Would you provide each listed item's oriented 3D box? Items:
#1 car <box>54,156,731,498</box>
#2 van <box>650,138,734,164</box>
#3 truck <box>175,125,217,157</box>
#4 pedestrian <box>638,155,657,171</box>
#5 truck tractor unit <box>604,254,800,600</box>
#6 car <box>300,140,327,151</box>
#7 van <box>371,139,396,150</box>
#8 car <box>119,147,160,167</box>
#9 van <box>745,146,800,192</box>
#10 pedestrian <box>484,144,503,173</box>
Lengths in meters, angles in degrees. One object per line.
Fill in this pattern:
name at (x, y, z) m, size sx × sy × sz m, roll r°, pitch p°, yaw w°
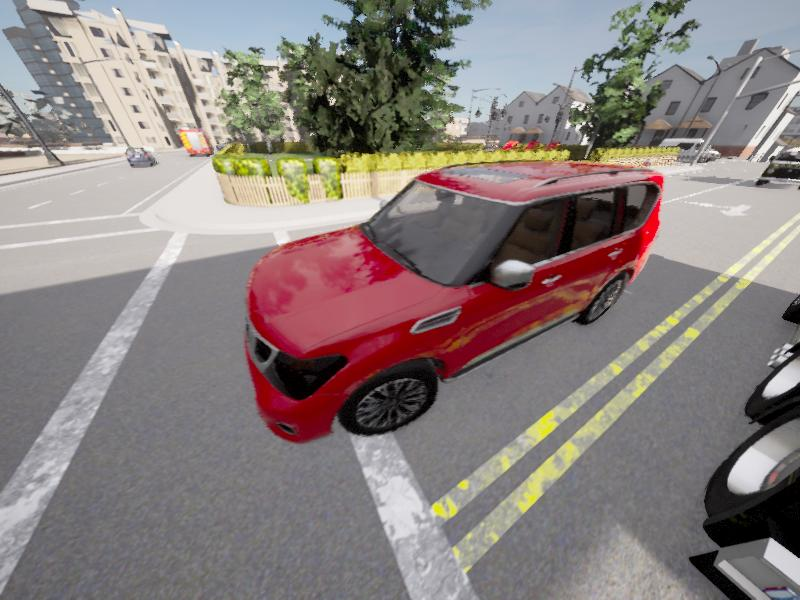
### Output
car at (1.022, -0.583, 3.060) m, size 5.566 × 2.045 × 2.150 m, roll -17°, pitch 39°, yaw -23°
van at (36.966, -19.148, 29.596) m, size 1.988 × 2.561 × 5.915 m, roll -15°, pitch 38°, yaw -21°
truck at (-32.457, -25.582, 37.181) m, size 2.891 × 3.827 × 8.468 m, roll -17°, pitch 39°, yaw -24°
pedestrian at (20.731, -11.441, 19.344) m, size 0.500 × 1.100 × 0.500 m, roll -15°, pitch 38°, yaw -21°
truck tractor unit at (5.090, -0.322, 0.804) m, size 6.516 × 4.208 × 3.053 m, roll -19°, pitch 39°, yaw -25°
car at (-20.602, -36.955, 55.184) m, size 5.566 × 2.045 × 2.150 m, roll -17°, pitch 39°, yaw -23°
van at (-4.425, -42.129, 62.412) m, size 6.366 × 2.431 × 2.351 m, roll -17°, pitch 38°, yaw -23°
car at (-25.873, -14.366, 23.094) m, size 1.789 × 1.549 × 3.705 m, roll -21°, pitch 40°, yaw -28°
van at (23.400, -7.796, 13.604) m, size 4.480 × 2.038 × 2.069 m, roll -18°, pitch 39°, yaw -24°
pedestrian at (7.105, -10.779, 17.627) m, size 0.751 × 1.860 × 0.751 m, roll 2°, pitch 35°, yaw 3°
